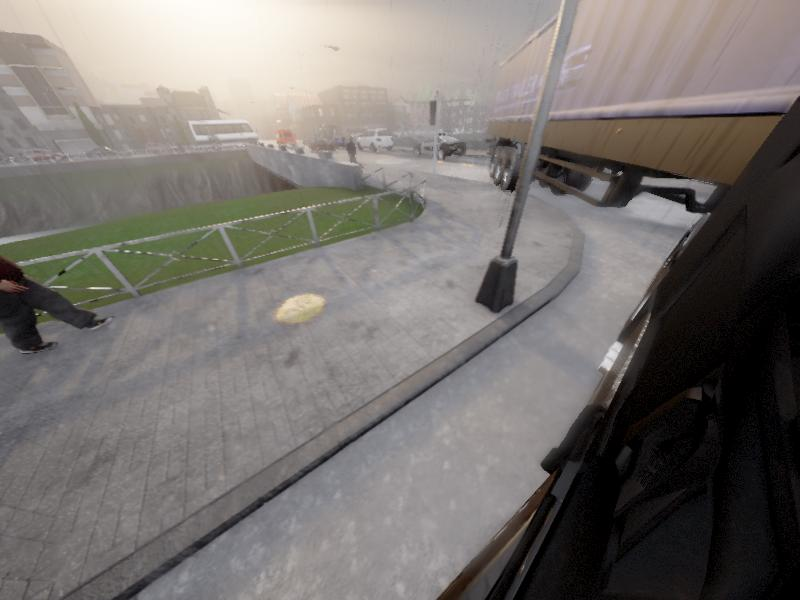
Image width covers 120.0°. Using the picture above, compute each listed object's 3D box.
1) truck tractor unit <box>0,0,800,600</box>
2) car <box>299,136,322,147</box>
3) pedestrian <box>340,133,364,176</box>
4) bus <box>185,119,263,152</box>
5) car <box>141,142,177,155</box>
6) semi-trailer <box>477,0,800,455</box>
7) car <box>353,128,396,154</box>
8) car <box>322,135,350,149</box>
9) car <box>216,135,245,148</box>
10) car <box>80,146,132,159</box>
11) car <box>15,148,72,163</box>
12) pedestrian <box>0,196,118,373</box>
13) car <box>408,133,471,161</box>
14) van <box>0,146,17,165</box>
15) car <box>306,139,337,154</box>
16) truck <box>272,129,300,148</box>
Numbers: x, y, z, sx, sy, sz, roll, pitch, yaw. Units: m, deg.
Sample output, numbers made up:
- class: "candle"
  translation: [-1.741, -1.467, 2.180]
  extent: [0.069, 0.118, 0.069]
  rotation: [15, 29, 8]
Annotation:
- class: "truck tractor unit"
  translation: [2.645, -0.295, 0.352]
  extent: [6.516, 4.208, 3.053]
  rotation: [-28, 44, -30]
- class: "car"
  translation: [-15.834, -28.200, 40.945]
  extent: [2.033, 1.411, 5.357]
  rotation: [-24, 42, -26]
- class: "pedestrian"
  translation: [-2.528, -7.753, 12.342]
  extent: [0.751, 1.860, 0.751]
  rotation: [-24, 42, -26]
- class: "bus"
  translation: [-31.890, -30.360, 42.401]
  extent: [10.273, 4.253, 3.944]
  rotation: [-28, 44, -29]
- class: "car"
  translation: [-40.030, -25.336, 38.504]
  extent: [3.806, 1.475, 1.970]
  rotation: [-24, 42, -26]
- class: "semi-trailer"
  translation: [4.901, -4.787, 5.944]
  extent: [2.717, 4.402, 14.254]
  rotation: [6, 38, 4]
- class: "car"
  translation: [-2.895, -17.642, 25.582]
  extent: [2.150, 2.045, 5.566]
  rotation: [-24, 42, -26]
- class: "car"
  translation: [-9.248, -22.755, 33.197]
  extent: [2.007, 1.525, 4.514]
  rotation: [-24, 42, -26]
- class: "car"
  translation: [-33.569, -31.396, 45.838]
  extent: [3.866, 1.878, 1.905]
  rotation: [-29, 45, -31]
- class: "car"
  translation: [-45.260, -22.937, 35.772]
  extent: [4.718, 1.301, 1.895]
  rotation: [-24, 42, -26]
- class: "car"
  translation: [-50.556, -20.648, 32.891]
  extent: [3.806, 1.475, 1.970]
  rotation: [-24, 42, -26]
- class: "pedestrian"
  translation: [-4.306, -0.236, 2.445]
  extent: [0.751, 1.860, 0.751]
  rotation: [-24, 42, -26]
- class: "car"
  translation: [2.999, -12.562, 18.809]
  extent: [1.930, 1.638, 5.238]
  rotation: [-24, 42, -26]
- class: "van"
  translation: [-55.177, -18.798, 30.279]
  extent: [4.442, 1.987, 1.775]
  rotation: [-24, 42, -26]
- class: "car"
  translation: [-9.566, -18.719, 28.037]
  extent: [1.895, 1.301, 4.718]
  rotation: [-24, 42, -26]
- class: "truck"
  translation: [-19.256, -27.283, 39.030]
  extent: [2.627, 2.467, 5.204]
  rotation: [-24, 42, -26]
